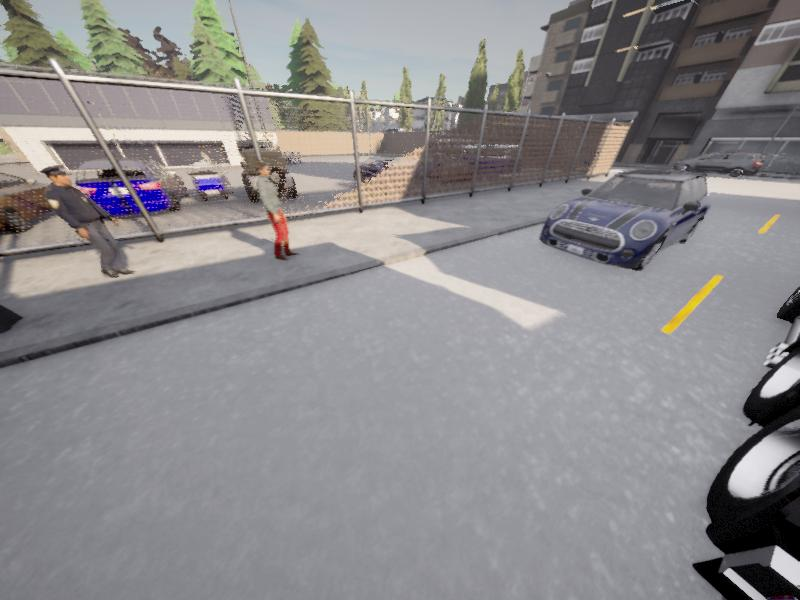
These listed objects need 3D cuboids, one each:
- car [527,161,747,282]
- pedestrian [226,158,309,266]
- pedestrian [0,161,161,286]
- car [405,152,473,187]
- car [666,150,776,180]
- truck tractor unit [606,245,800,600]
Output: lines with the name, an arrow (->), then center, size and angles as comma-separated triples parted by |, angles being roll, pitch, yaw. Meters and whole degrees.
car -> 5.792, -2.272, 5.756 | 4.553, 1.767, 2.097 | -19, 39, -26
pedestrian -> -2.473, -1.700, 4.590 | 0.751, 1.860, 0.751 | -4, 35, -6
pedestrian -> -5.293, -1.267, 3.945 | 0.751, 1.860, 0.751 | -6, 35, -9
car -> 2.362, -8.144, 14.281 | 3.705, 1.547, 1.789 | -19, 39, -26
car -> 25.279, -10.917, 18.458 | 2.242, 1.667, 4.611 | -19, 39, -26
truck tractor unit -> 5.075, -0.335, 0.830 | 6.516, 4.208, 3.053 | -20, 39, -26
